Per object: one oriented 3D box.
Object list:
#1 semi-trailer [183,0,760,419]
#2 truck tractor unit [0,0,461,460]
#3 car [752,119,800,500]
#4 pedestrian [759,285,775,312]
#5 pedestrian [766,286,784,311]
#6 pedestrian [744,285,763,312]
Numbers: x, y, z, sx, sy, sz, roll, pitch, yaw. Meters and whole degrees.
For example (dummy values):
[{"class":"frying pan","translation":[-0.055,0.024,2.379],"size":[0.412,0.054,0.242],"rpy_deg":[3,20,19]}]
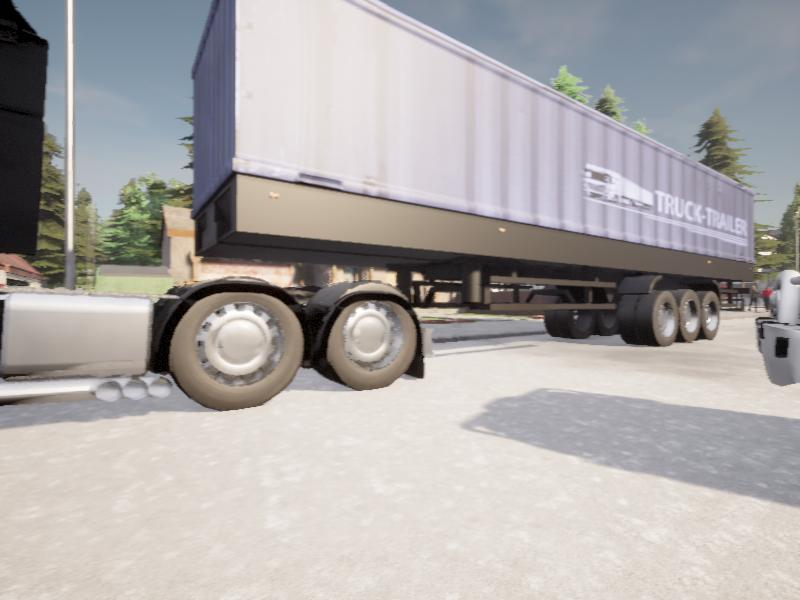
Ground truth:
[{"class":"semi-trailer","translation":[3.635,-1.238,8.471],"size":[14.254,4.402,2.717],"rpy_deg":[0,0,-35]},{"class":"truck tractor unit","translation":[-2.868,-1.137,3.965],"size":[6.516,4.208,3.053],"rpy_deg":[0,0,-35]},{"class":"car","translation":[4.221,0.050,1.281],"size":[4.605,1.855,1.932],"rpy_deg":[0,0,40]},{"class":"pedestrian","translation":[25.034,-0.105,27.261],"size":[0.751,1.860,0.751],"rpy_deg":[0,0,-43]},{"class":"pedestrian","translation":[28.137,-0.107,30.016],"size":[0.751,1.860,0.751],"rpy_deg":[0,0,-30]},{"class":"pedestrian","translation":[24.734,-0.107,28.009],"size":[0.751,1.860,0.751],"rpy_deg":[0,0,-25]}]
